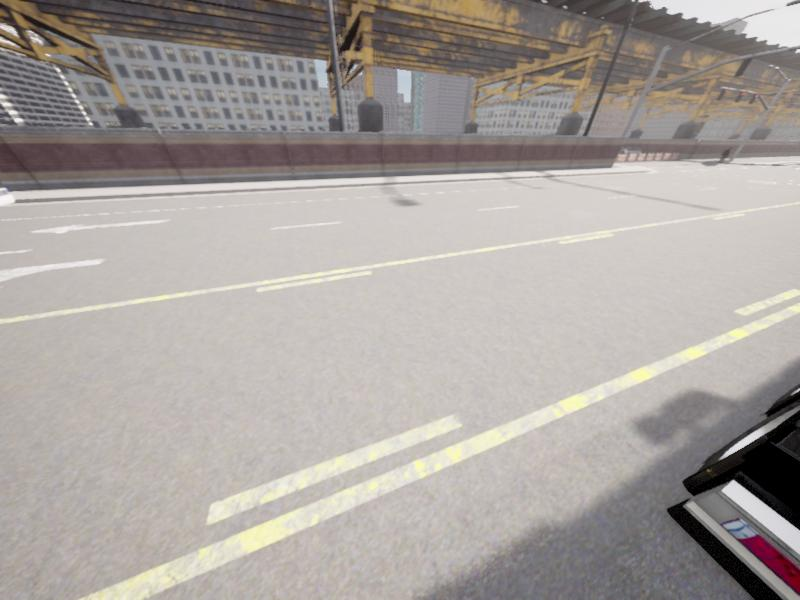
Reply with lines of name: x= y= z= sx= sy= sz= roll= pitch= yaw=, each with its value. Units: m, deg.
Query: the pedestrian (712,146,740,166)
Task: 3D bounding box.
pedestrian: x=36.264 y=-16.068 z=25.735 sx=0.751 sy=1.860 sz=0.751 roll=-8 pitch=36 yaw=-13

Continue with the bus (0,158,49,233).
bus: x=-15.903 y=-2.490 z=3.567 sx=10.273 sy=4.253 sz=3.944 roll=-11 pitch=37 yaw=-16

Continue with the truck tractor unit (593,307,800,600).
truck tractor unit: x=5.230 y=-0.158 z=0.597 sx=6.516 sy=4.208 sz=3.053 roll=-13 pitch=38 yaw=-18

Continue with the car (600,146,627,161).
car: x=28.961 y=-20.039 z=31.543 sx=2.038 sy=1.542 sz=4.974 roll=22 pitch=40 yaw=27
